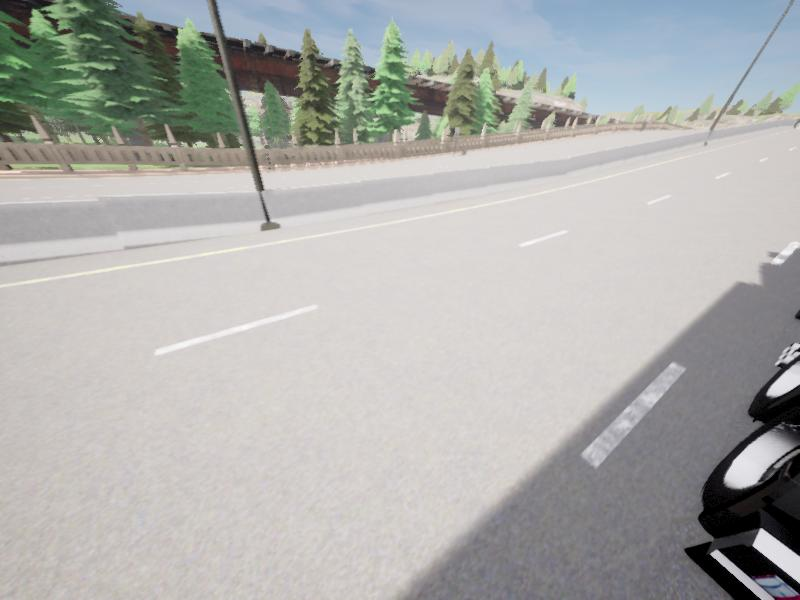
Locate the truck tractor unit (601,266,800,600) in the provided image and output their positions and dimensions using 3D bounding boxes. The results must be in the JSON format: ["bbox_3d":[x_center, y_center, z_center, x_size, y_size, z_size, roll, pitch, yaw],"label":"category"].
[{"bbox_3d":[5.099,-0.316,0.754,6.516,4.208,3.053,-19,39,-23],"label":"truck tractor unit"}]
